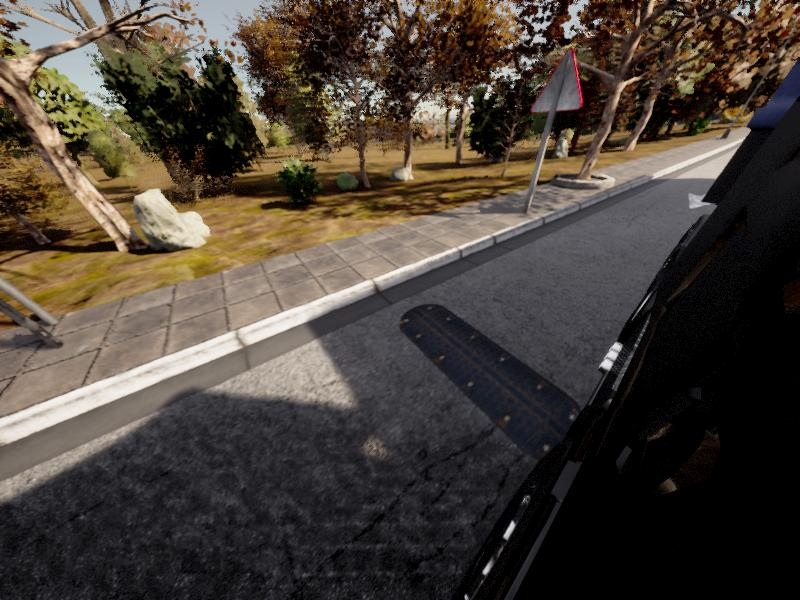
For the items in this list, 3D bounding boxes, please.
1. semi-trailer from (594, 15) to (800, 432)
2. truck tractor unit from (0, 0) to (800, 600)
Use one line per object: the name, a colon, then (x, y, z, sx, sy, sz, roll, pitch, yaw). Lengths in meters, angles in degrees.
semi-trailer: (8.911, -3.451, 4.007, 14.254, 4.402, 2.717, -26, 42, -27)
truck tractor unit: (2.645, -0.295, 0.351, 6.516, 4.208, 3.053, -28, 44, -30)
